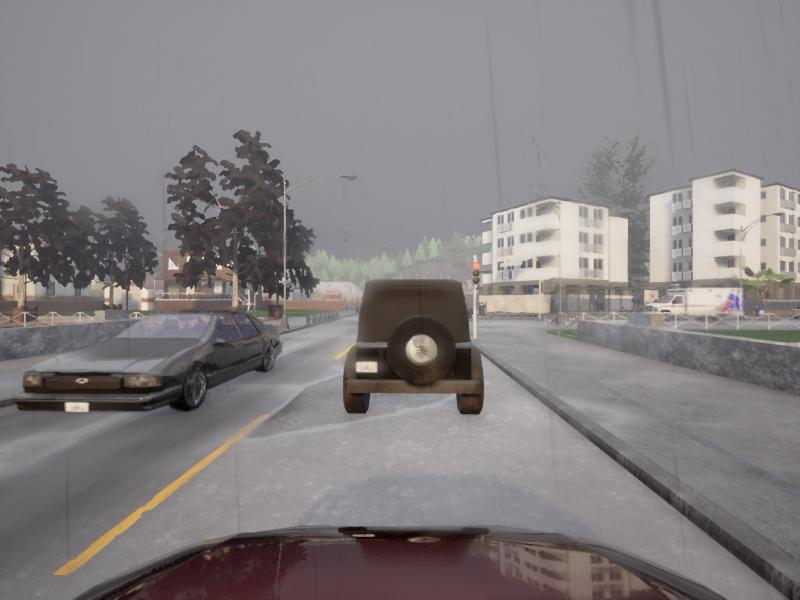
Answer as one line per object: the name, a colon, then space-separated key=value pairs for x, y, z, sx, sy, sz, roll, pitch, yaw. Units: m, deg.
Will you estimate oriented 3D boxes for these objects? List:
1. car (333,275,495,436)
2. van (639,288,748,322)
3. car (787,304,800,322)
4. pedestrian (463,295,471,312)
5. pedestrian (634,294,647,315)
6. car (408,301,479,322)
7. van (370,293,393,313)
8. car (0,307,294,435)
car: x=0.220 y=0.646 z=6.640 sx=1.905 sy=1.878 sz=3.866 roll=0 pitch=0 yaw=2
van: x=21.752 y=0.378 z=29.883 sx=6.366 sy=2.431 sz=2.351 roll=0 pitch=0 yaw=2
car: x=31.877 y=0.943 z=29.538 sx=4.718 sy=1.301 sz=1.895 roll=0 pitch=0 yaw=2
pedestrian: x=7.466 y=0.417 z=44.738 sx=0.751 sy=1.860 sz=0.751 roll=0 pitch=0 yaw=-1
pedestrian: x=21.551 y=0.417 z=35.887 sx=0.751 sy=1.860 sz=0.751 roll=0 pitch=0 yaw=2
car: x=3.181 y=0.845 z=29.617 sx=4.892 sy=1.490 sz=1.837 roll=0 pitch=-1 yaw=-14
van: x=-2.300 y=0.379 z=51.361 sx=2.351 sy=2.431 sz=6.366 roll=0 pitch=0 yaw=2
car: x=-3.778 y=0.895 z=7.435 sx=2.033 sy=1.411 sz=5.357 roll=0 pitch=0 yaw=2
